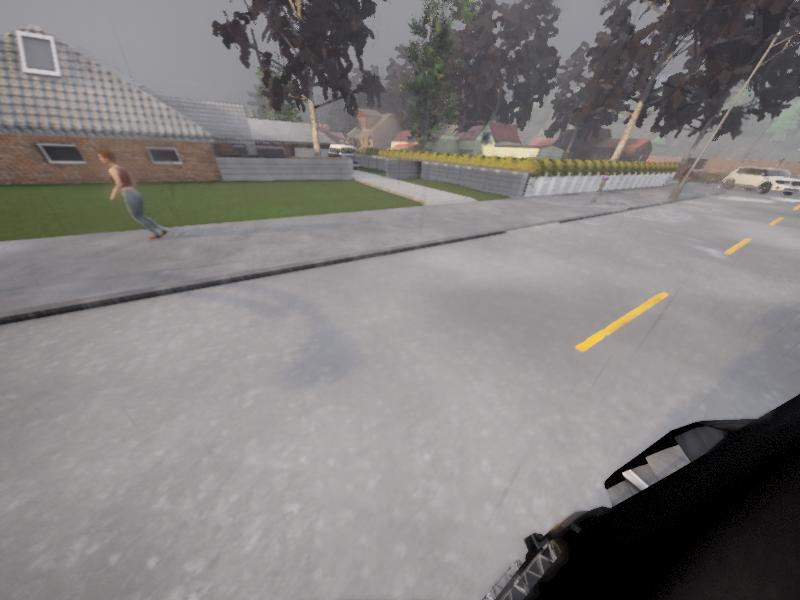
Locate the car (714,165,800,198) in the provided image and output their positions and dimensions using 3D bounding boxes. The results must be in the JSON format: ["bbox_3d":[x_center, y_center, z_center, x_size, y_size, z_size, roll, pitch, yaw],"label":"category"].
[{"bbox_3d":[33.744,-11.129,21.467,2.150,2.045,5.566,10,34,9],"label":"car"}]

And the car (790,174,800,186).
[{"bbox_3d":[57.957,-17.205,32.601,4.605,1.855,1.932,-16,38,-26],"label":"car"}]

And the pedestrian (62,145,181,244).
[{"bbox_3d":[-5.920,-2.285,5.104,0.751,1.860,0.751,-8,35,-15],"label":"pedestrian"}]

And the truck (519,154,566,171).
[{"bbox_3d":[24.222,-23.555,39.612,2.390,2.098,6.274,-16,38,-26],"label":"truck"}]

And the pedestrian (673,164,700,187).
[{"bbox_3d":[27.051,-11.755,21.855,0.751,1.860,0.751,-19,39,-29],"label":"pedestrian"}]

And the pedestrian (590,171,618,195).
[{"bbox_3d":[13.657,-7.846,15.475,0.751,1.300,0.751,-16,38,-26],"label":"pedestrian"}]

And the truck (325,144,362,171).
[{"bbox_3d":[-5.553,-13.902,22.499,2.069,2.038,4.478,-16,38,-26],"label":"truck"}]

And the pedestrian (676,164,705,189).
[{"bbox_3d":[25.980,-11.041,20.693,0.751,1.860,0.751,-18,39,-29],"label":"pedestrian"}]
